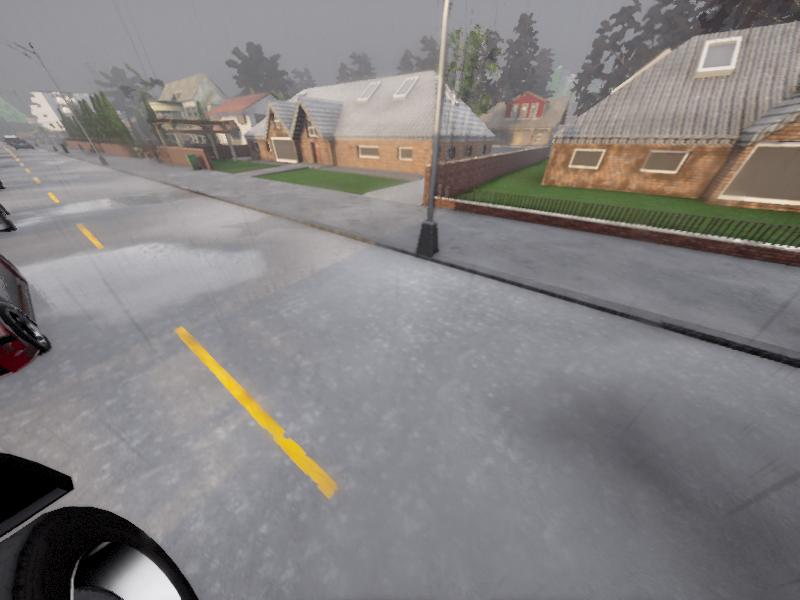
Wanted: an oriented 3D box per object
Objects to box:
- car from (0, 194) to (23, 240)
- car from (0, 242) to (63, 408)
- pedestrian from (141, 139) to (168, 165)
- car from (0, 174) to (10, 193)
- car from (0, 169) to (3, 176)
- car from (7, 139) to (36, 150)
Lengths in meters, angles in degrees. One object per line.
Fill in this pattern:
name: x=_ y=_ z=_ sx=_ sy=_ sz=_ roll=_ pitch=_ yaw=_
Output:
car: x=-12.706 y=-2.649 z=6.237 sx=4.514 sy=1.525 sz=2.007 roll=22 pitch=41 yaw=28
car: x=-6.094 y=0.108 z=2.520 sx=4.181 sy=1.385 sz=1.994 roll=22 pitch=41 yaw=28
pedestrian: x=-21.498 y=-12.952 z=20.263 sx=0.751 sy=1.860 sz=0.751 roll=23 pitch=41 yaw=28
car: x=-21.210 y=-6.111 z=11.075 sx=4.514 sy=1.525 sz=2.007 roll=22 pitch=41 yaw=28
car: x=-28.902 y=-9.219 z=15.464 sx=4.193 sy=1.474 sz=1.816 roll=22 pitch=41 yaw=28
car: x=-72.833 y=-29.938 z=44.427 sx=4.611 sy=1.667 sz=2.242 roll=22 pitch=41 yaw=28
